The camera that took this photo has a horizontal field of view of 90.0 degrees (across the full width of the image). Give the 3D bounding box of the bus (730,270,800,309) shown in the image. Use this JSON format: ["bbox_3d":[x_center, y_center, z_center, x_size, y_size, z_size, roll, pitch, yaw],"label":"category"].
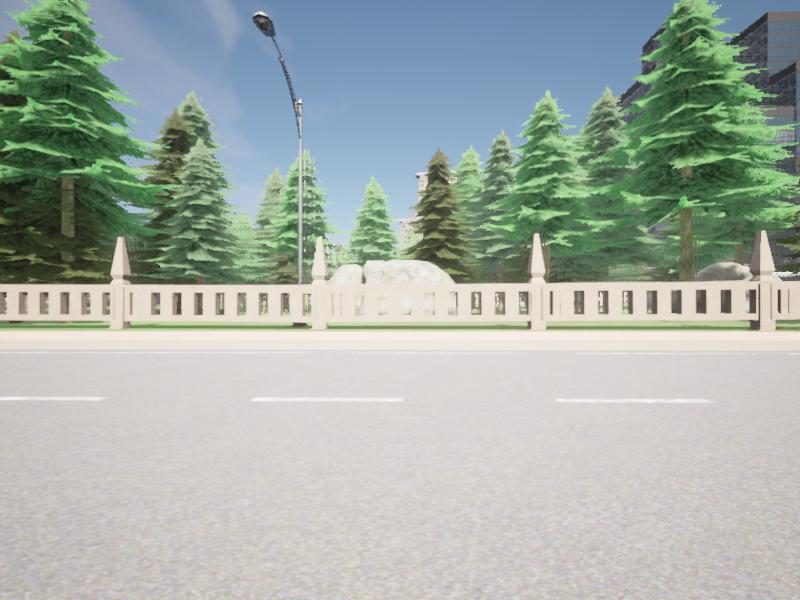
[{"bbox_3d":[45.803,-1.158,48.029,3.944,4.253,10.273,0,0,1],"label":"bus"}]
